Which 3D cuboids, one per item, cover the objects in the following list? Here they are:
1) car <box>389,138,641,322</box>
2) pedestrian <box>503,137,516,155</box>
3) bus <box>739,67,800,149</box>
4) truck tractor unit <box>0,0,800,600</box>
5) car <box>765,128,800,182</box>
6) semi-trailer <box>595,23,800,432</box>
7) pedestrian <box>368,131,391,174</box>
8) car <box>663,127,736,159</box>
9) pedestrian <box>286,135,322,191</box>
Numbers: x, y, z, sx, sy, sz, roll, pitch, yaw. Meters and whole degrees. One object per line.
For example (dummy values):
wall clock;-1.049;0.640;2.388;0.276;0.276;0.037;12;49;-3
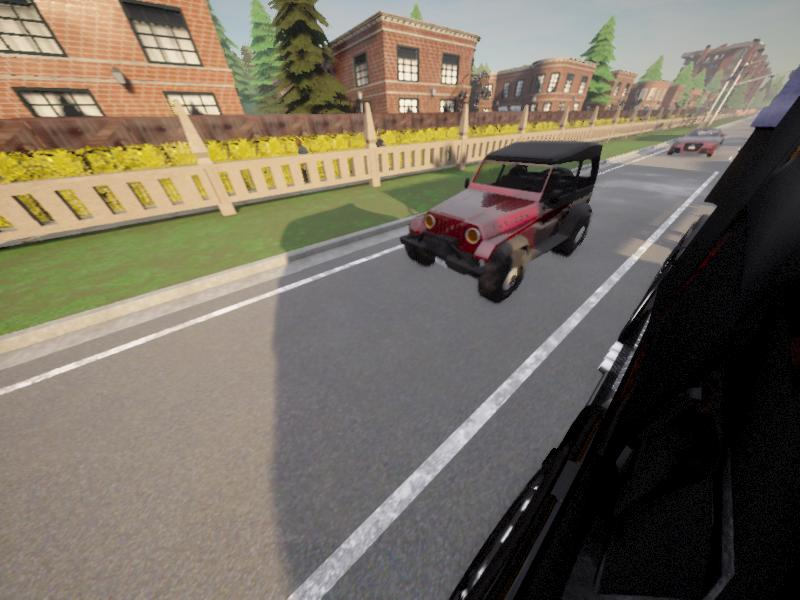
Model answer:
car;1.986;-1.651;4.146;3.866;1.878;1.905;-27;43;-29
pedestrian;8.025;-11.312;16.981;0.500;1.100;0.500;26;46;33
bus;30.394;-14.196;17.097;10.273;4.253;3.944;-27;43;-29
truck tractor unit;2.645;-0.295;0.351;6.516;4.208;3.053;-28;44;-30
car;16.737;-5.748;9.000;4.902;1.511;2.128;-28;42;-31
semi-trailer;8.869;-3.483;4.051;14.254;4.402;2.717;-26;43;-28
pedestrian;-1.075;-7.813;12.261;0.751;1.860;0.751;-27;43;-29
car;19.037;-10.053;14.693;4.181;1.385;1.994;-27;43;-29
pedestrian;-3.960;-5.674;9.596;0.751;1.860;0.751;-24;42;-26
